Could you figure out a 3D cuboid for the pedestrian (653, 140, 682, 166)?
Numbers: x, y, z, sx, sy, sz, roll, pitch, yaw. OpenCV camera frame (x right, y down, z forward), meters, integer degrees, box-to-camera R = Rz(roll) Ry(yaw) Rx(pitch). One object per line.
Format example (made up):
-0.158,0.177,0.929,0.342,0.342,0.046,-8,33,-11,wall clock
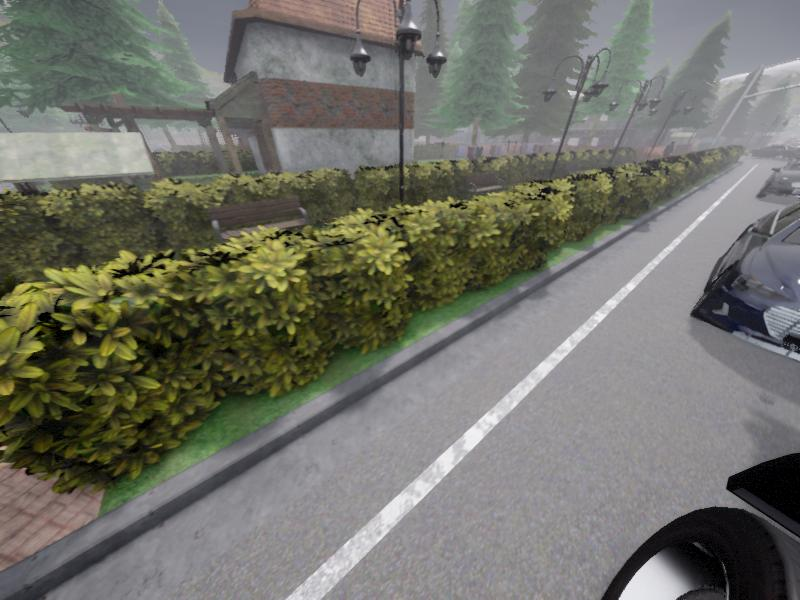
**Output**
22.578,-12.418,19.523,0.751,1.860,0.751,-21,40,-27,pedestrian

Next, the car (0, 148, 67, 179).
-29.797,-10.931,18.375,2.097,1.767,4.553,-20,40,-26,car

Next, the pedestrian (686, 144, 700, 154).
46.890,-24.218,36.918,0.751,1.300,0.751,-20,40,-26,pedestrian

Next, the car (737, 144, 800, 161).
44.919,-17.756,27.753,1.837,1.490,4.892,1,35,-1,car

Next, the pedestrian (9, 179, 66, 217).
-12.503,-3.525,8.014,0.500,1.100,0.500,-24,41,-29,pedestrian

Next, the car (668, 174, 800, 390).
6.294,-0.544,3.242,4.856,1.649,2.033,-23,41,-29,car

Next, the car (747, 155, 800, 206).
17.459,-5.225,9.936,4.902,1.511,2.128,-23,41,-29,car

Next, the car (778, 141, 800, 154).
60.507,-23.552,35.560,5.366,1.575,1.801,-23,41,-29,car
